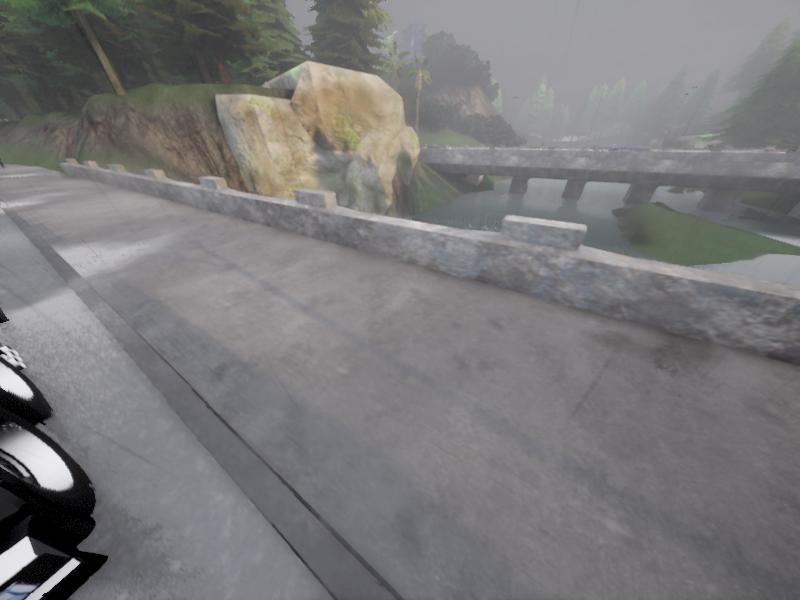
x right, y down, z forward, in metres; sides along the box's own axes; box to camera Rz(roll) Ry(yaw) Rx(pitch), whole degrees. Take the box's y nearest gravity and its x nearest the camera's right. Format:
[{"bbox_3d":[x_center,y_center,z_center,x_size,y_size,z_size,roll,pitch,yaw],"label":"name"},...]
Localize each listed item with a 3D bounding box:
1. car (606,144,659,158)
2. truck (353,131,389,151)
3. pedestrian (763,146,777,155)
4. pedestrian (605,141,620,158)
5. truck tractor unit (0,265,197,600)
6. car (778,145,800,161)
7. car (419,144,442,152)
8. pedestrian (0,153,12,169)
[{"bbox_3d":[33.405,-21.620,33.407,5.008,1.535,1.882,19,39,25],"label":"car"},{"bbox_3d":[-7.110,-39.294,57.155,8.468,3.827,2.891,19,39,26],"label":"truck"},{"bbox_3d":[52.453,-21.178,32.757,0.500,1.100,0.500,24,42,31],"label":"pedestrian"},{"bbox_3d":[28.296,-20.119,30.790,0.751,1.860,0.751,20,40,26],"label":"pedestrian"},{"bbox_3d":[-5.112,-0.300,0.776,6.516,4.208,3.053,18,39,24],"label":"truck tractor unit"},{"bbox_3d":[47.653,-16.676,26.186,4.514,1.525,2.007,19,39,25],"label":"car"},{"bbox_3d":[6.696,-33.529,50.833,4.674,1.442,1.812,19,39,26],"label":"car"},{"bbox_3d":[-39.283,-13.900,22.467,0.751,1.860,0.751,20,40,27],"label":"pedestrian"}]
